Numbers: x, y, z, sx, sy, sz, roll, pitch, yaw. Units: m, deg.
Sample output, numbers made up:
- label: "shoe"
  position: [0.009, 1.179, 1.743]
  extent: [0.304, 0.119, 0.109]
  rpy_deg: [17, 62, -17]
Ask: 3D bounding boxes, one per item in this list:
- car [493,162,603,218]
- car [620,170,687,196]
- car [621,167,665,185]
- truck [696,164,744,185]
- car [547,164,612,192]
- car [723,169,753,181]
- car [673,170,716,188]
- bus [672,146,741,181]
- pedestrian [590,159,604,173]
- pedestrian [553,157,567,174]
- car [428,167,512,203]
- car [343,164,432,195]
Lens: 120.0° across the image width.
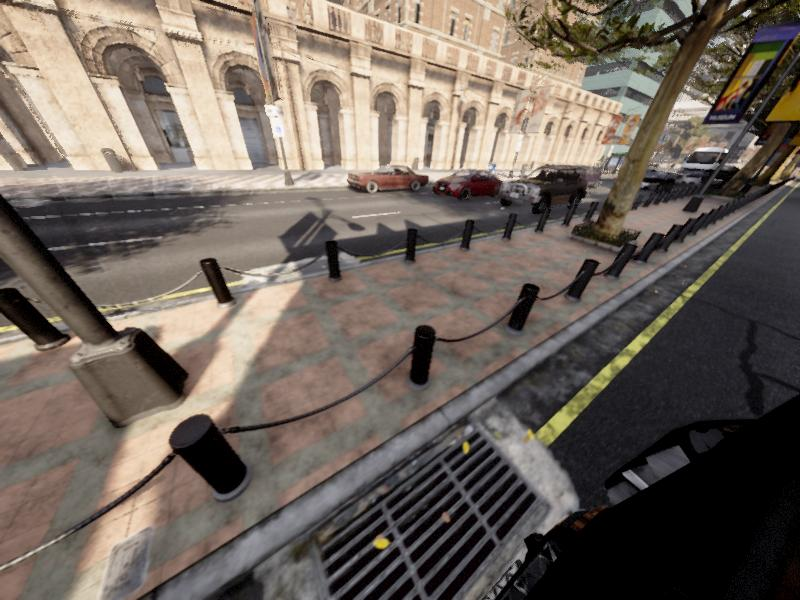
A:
- label: "car"
  position: [6.934, -5.357, 10.909]
  extent: [4.605, 1.855, 1.932]
  rpy_deg: [-18, 39, -26]
- label: "car"
  position: [20.340, -9.455, 18.513]
  extent: [4.902, 1.511, 2.128]
  rpy_deg: [-18, 39, -28]
- label: "car"
  position: [27.038, -13.864, 25.724]
  extent: [4.892, 1.490, 1.837]
  rpy_deg: [-17, 38, -28]
- label: "truck"
  position: [42.810, -16.819, 30.894]
  extent: [6.274, 2.098, 2.390]
  rpy_deg: [-17, 39, -28]
- label: "car"
  position: [14.511, -9.948, 18.686]
  extent: [4.856, 1.649, 2.033]
  rpy_deg: [-18, 39, -28]
- label: "car"
  position: [57.242, -21.182, 39.104]
  extent: [5.366, 1.575, 1.801]
  rpy_deg: [-18, 39, -28]
- label: "car"
  position: [31.504, -13.002, 24.740]
  extent: [3.633, 1.501, 1.845]
  rpy_deg: [-18, 39, -28]
- label: "bus"
  position: [49.677, -22.088, 37.446]
  extent: [10.273, 4.253, 3.944]
  rpy_deg: [-18, 39, -28]
- label: "pedestrian"
  position: [30.908, -21.008, 36.166]
  extent: [0.751, 1.860, 0.751]
  rpy_deg: [-13, 37, -23]
- label: "pedestrian"
  position: [20.943, -17.656, 30.310]
  extent: [0.751, 1.860, 0.751]
  rpy_deg: [29, 41, 33]
- label: "car"
  position: [3.872, -6.471, 12.821]
  extent: [4.181, 1.385, 1.994]
  rpy_deg: [-18, 39, -28]
- label: "car"
  position: [-0.657, -7.140, 13.527]
  extent: [4.718, 1.301, 1.895]
  rpy_deg: [-18, 39, -28]
